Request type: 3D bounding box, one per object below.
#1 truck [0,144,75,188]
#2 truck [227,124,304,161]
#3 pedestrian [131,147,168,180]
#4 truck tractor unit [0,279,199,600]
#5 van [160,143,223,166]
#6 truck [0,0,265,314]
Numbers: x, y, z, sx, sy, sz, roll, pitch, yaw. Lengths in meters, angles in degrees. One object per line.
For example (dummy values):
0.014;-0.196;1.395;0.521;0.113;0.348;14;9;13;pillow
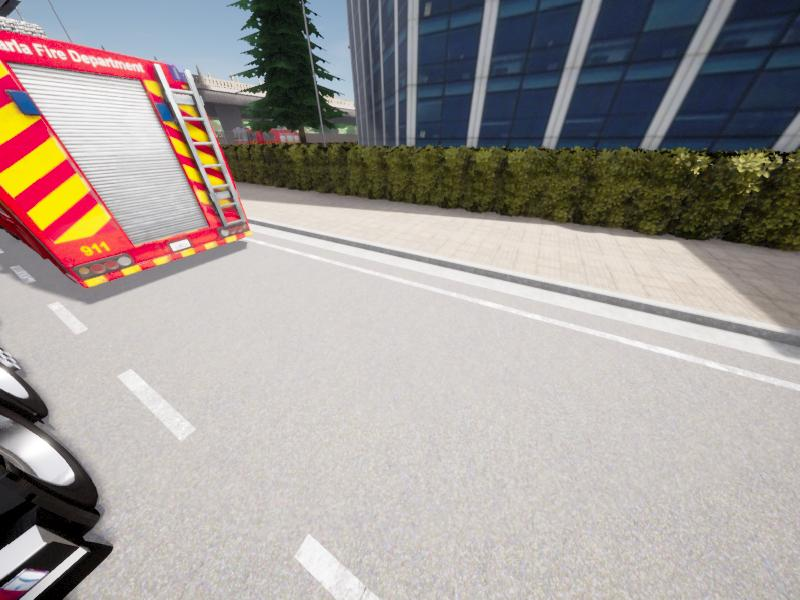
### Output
-24.467;-7.654;13.269;2.390;2.098;6.274;2;35;4;truck
-18.209;-22.055;32.355;2.891;3.827;8.468;17;38;23;truck
-17.016;-9.316;15.734;0.751;1.860;0.751;11;36;16;pedestrian
-5.137;-0.274;0.741;6.516;4.208;3.053;17;39;23;truck tractor unit
-22.968;-16.264;25.684;1.775;1.987;4.442;17;38;23;van
-7.824;-3.227;5.344;8.468;3.827;2.891;17;38;23;truck
